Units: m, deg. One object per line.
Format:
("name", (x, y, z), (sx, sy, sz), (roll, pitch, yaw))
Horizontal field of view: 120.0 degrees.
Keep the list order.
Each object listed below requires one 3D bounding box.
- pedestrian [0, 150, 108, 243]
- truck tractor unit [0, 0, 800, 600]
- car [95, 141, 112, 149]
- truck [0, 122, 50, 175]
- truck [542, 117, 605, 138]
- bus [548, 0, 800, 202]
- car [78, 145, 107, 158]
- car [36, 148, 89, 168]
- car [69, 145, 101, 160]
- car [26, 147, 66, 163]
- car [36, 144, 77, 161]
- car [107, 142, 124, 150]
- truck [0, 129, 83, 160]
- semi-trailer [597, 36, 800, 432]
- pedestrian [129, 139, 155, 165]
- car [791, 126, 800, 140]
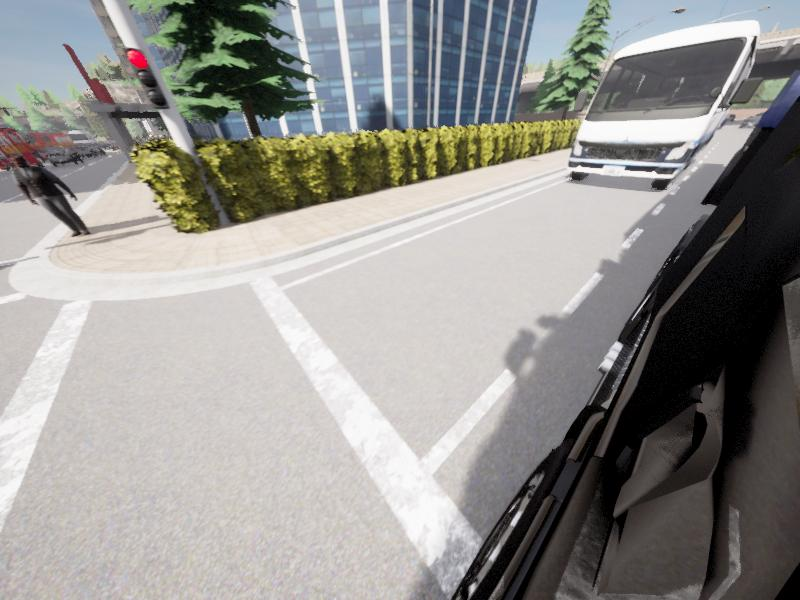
("pedestrian", (-8.447, -2.471, 5.568), (0.751, 1.860, 0.751), (-20, 40, -21))
("truck tractor unit", (2.645, -0.295, 0.351), (6.516, 4.208, 3.053), (-28, 44, -30))
("car", (-84.908, -44.518, 66.232), (2.097, 1.767, 4.553), (-29, 44, -31))
("truck", (-38.418, -14.459, 21.906), (2.891, 3.827, 8.468), (-29, 44, -31))
("truck", (24.112, -24.143, 32.404), (2.390, 2.098, 6.274), (-29, 44, -30))
("bus", (11.224, -7.703, 9.655), (10.273, 4.253, 3.944), (-29, 44, -30))
("car", (-49.018, -23.747, 36.899), (1.994, 1.385, 4.181), (-29, 44, -31))
("car", (-36.734, -15.650, 25.311), (2.128, 1.511, 4.902), (-29, 44, -31))
("car", (-45.174, -21.261, 33.236), (1.845, 1.501, 3.633), (-29, 44, -31))
("car", (-47.379, -19.515, 31.050), (1.845, 1.501, 3.633), (-29, 44, -31))
("car", (-51.237, -22.175, 34.590), (2.097, 1.767, 4.553), (-29, 44, -31))
("car", (-72.660, -39.455, 59.106), (2.033, 1.411, 5.357), (-29, 44, -31))
("truck", (-60.897, -26.727, 39.513), (2.891, 3.827, 8.468), (-12, 38, -12))
("semi-trailer", (8.746, -3.572, 4.180), (14.254, 4.402, 2.717), (-28, 44, -29))
("pedestrian", (-23.370, -13.434, 20.996), (0.751, 1.860, 0.751), (-26, 43, -28))
("car", (35.747, -14.537, 19.485), (4.974, 1.542, 2.038), (-28, 44, -31))
